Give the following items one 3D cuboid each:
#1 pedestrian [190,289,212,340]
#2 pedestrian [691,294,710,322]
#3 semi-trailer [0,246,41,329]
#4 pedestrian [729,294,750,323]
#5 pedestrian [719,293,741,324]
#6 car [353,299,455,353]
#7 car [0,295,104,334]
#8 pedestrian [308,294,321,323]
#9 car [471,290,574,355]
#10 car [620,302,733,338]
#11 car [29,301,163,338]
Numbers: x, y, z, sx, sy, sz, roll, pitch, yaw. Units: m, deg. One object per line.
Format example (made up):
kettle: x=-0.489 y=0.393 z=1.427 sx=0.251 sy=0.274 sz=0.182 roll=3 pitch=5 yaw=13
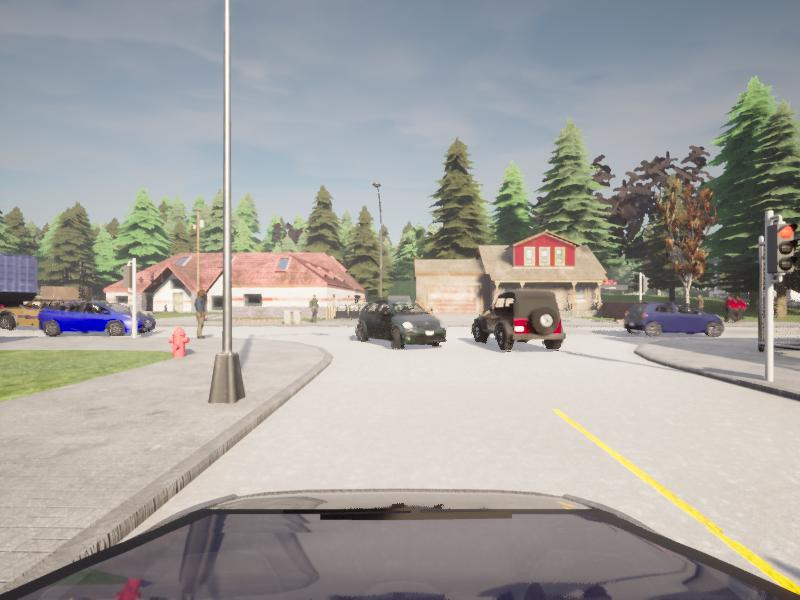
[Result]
pedestrian: x=-7.594 y=0.534 z=15.250 sx=0.751 sy=1.860 sz=0.751 roll=0 pitch=0 yaw=-28
pedestrian: x=19.846 y=0.533 z=26.424 sx=0.751 sy=1.860 sz=0.751 roll=0 pitch=0 yaw=1
semi-trailer: x=-28.283 y=-0.625 z=22.348 sx=14.254 sy=4.402 sz=2.717 roll=0 pitch=0 yaw=1
pedestrian: x=22.375 y=0.533 z=26.383 sx=0.751 sy=1.860 sz=0.751 roll=0 pitch=0 yaw=2
pedestrian: x=20.057 y=0.533 z=24.308 sx=0.751 sy=1.860 sz=0.751 roll=0 pitch=0 yaw=4
car: x=-0.033 y=0.788 z=14.183 sx=1.851 sy=1.617 sz=3.988 roll=0 pitch=0 yaw=-30
car: x=-18.955 y=0.726 z=21.620 sx=4.605 sy=1.855 sz=1.932 roll=2 pitch=0 yaw=7
pedestrian: x=-5.507 y=0.533 z=25.747 sx=0.751 sy=1.860 sz=0.751 roll=0 pitch=0 yaw=-13
car: x=3.926 y=0.647 z=13.561 sx=1.905 sy=1.878 sz=3.866 roll=0 pitch=0 yaw=-8
car: x=11.921 y=0.827 z=17.448 sx=3.633 sy=1.501 sz=1.845 roll=0 pitch=0 yaw=1
car: x=-13.531 y=0.828 z=18.007 sx=4.514 sy=1.525 sz=2.007 roll=0 pitch=0 yaw=1
